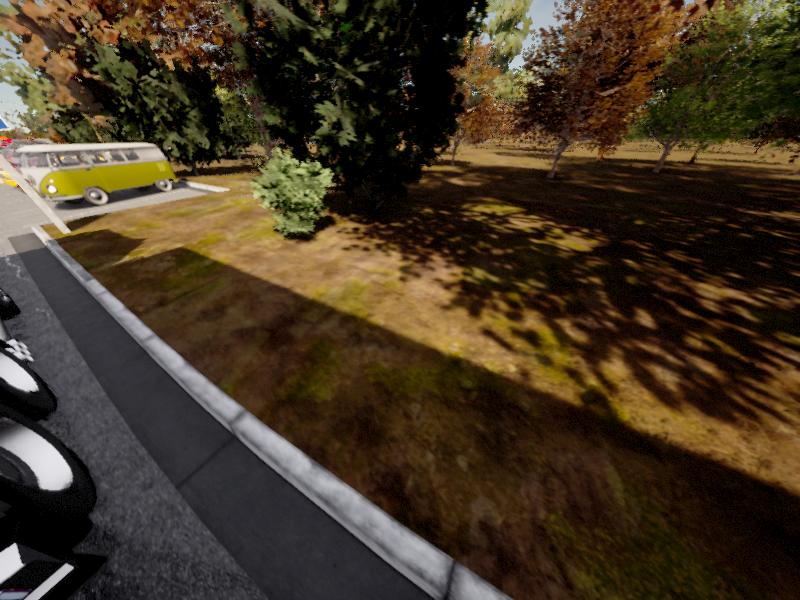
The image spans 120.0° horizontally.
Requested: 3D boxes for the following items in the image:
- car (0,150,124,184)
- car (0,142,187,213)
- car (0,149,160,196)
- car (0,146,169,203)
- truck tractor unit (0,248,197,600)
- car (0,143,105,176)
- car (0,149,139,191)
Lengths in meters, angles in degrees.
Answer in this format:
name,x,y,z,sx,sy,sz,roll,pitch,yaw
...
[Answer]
name,x,y,z,sx,sy,sz,roll,pitch,yaw
car,-22.159,-8.895,15.216,2.002,1.452,4.674,8,37,12
car,-12.294,-5.311,9.626,1.878,1.987,4.442,7,37,11
car,-17.188,-7.153,12.643,1.946,1.575,5.366,7,37,12
car,-14.765,-6.198,11.069,2.185,1.767,4.553,7,37,11
truck tractor unit,-5.103,-0.310,0.780,6.516,4.208,3.053,20,42,25
car,-27.057,-10.931,17.837,2.185,1.767,4.553,8,37,13
car,-19.738,-7.878,13.694,1.946,1.575,5.366,8,37,11
